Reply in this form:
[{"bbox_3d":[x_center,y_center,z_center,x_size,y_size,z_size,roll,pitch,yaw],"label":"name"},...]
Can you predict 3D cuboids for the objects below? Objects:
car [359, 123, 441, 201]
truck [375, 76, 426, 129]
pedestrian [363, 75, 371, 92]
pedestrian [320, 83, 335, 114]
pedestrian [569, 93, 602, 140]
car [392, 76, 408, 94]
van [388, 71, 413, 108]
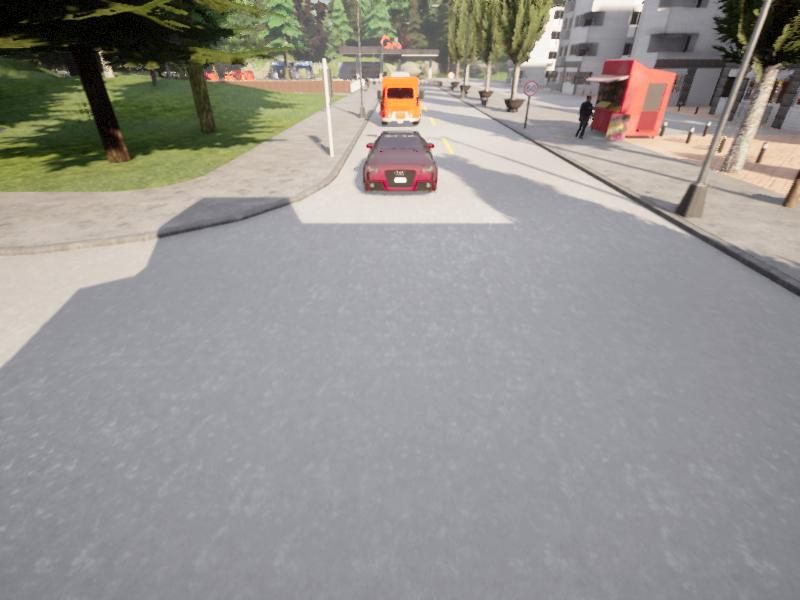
[{"bbox_3d":[0.011,-4.231,11.851,1.994,1.385,4.181,0,30,0],"label":"car"},{"bbox_3d":[0.016,-11.789,23.653,2.627,2.467,5.204,0,31,0],"label":"truck"},{"bbox_3d":[-4.162,-27.646,51.069,0.751,1.860,0.751,6,31,10],"label":"pedestrian"},{"bbox_3d":[-5.033,-14.017,27.808,0.751,1.860,0.751,0,30,0],"label":"pedestrian"},{"bbox_3d":[8.232,-8.160,17.818,0.751,1.860,0.751,2,30,3],"label":"pedestrian"},{"bbox_3d":[0.053,-26.719,49.710,1.905,1.878,3.866,0,30,0],"label":"car"},{"bbox_3d":[0.029,-18.713,35.407,1.988,2.561,5.915,0,30,0],"label":"van"}]
